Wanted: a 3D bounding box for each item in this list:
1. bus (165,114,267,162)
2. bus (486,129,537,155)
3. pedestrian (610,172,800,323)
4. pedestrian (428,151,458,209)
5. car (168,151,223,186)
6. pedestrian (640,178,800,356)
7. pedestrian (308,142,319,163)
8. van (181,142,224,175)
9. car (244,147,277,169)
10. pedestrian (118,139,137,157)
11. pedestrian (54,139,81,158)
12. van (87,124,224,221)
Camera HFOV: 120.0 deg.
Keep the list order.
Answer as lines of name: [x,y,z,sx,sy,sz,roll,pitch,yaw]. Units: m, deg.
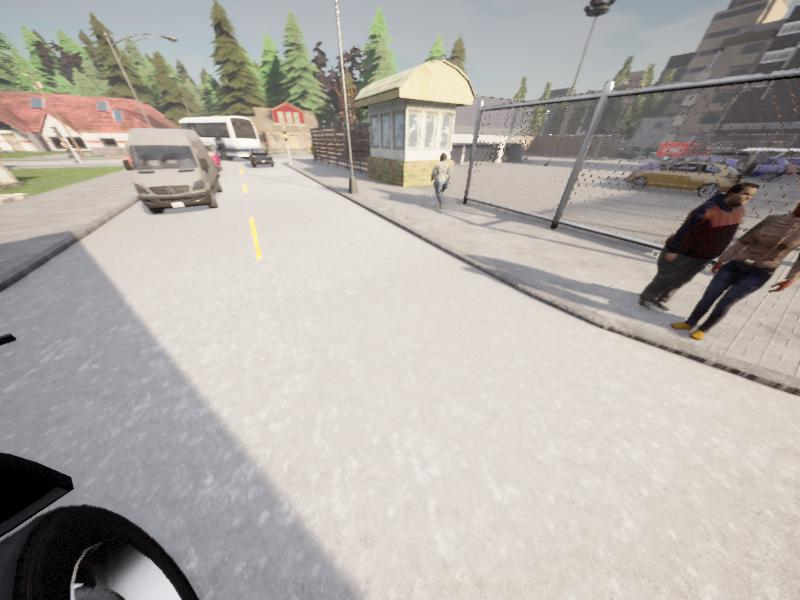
bus: [-22.210,-19.600,28.191,10.273,4.253,3.944,15,36,20]
bus: [23.870,-33.708,49.467,10.273,4.253,3.944,-20,40,-27]
pedestrian: [4.041,-0.666,3.195,0.751,1.860,0.751,4,35,4]
pedestrian: [1.566,-4.509,8.704,0.751,1.860,0.751,-2,35,-4]
car: [-12.457,-8.246,14.333,1.789,1.549,3.705,-18,39,-25]
pedestrian: [4.042,-0.316,2.689,0.751,1.860,0.751,-6,35,-9]
pedestrian: [-9.546,-16.272,25.482,0.751,1.860,0.751,-16,38,-23]
van: [-15.627,-11.467,18.549,1.775,1.987,4.442,-19,39,-26]
car: [-13.758,-14.049,22.738,2.128,1.511,4.902,-18,39,-25]
pedestrian: [-34.284,-19.095,29.107,0.751,1.860,0.751,-20,40,-28]
pedestrian: [-38.588,-17.560,26.806,0.751,1.860,0.751,7,35,9]
van: [-9.043,-5.431,9.463,1.988,2.561,5.915,-18,39,-24]
